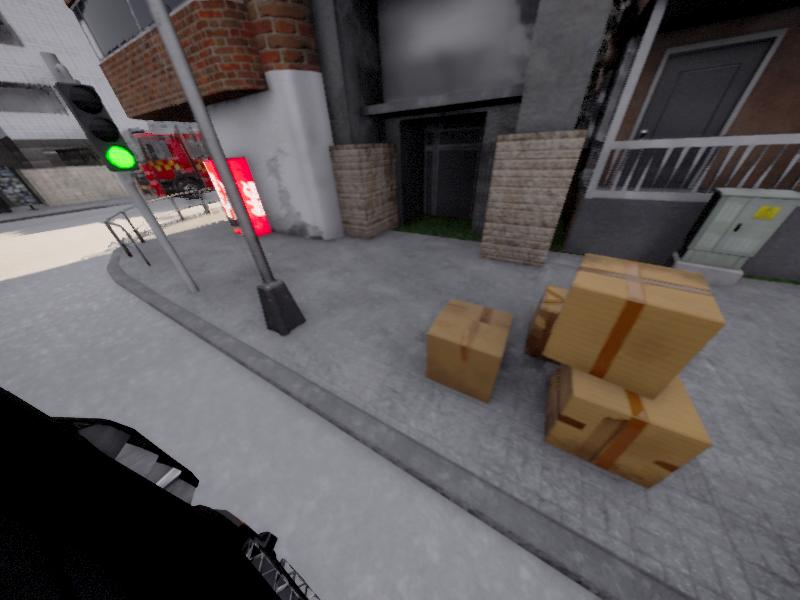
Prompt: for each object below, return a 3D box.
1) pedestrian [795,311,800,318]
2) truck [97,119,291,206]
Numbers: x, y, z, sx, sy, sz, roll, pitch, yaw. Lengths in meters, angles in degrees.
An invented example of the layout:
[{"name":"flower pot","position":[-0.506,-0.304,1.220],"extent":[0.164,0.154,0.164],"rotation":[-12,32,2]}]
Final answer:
[{"name":"pedestrian","position":[5.360,-0.323,2.100],"extent":[0.751,1.860,0.751],"rotation":[8,35,16]},{"name":"truck","position":[-12.352,-9.307,15.454],"extent":[2.891,3.827,8.468],"rotation":[16,38,26]}]
